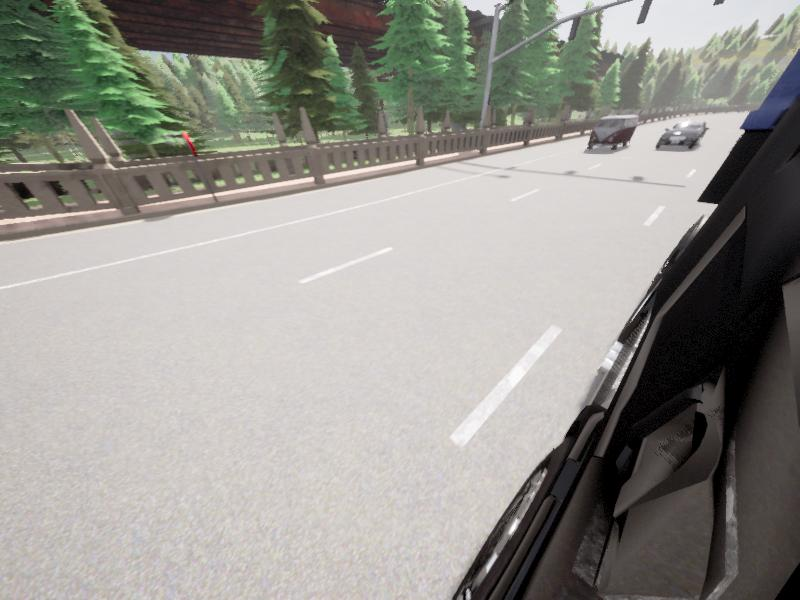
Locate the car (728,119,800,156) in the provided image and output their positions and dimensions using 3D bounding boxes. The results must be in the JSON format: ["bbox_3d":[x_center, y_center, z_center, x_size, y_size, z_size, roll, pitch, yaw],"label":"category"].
[{"bbox_3d":[21.094,-9.420,13.294,4.181,1.385,1.994,-29,44,-30],"label":"car"}]

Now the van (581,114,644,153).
[{"bbox_3d":[15.325,-12.056,16.664,4.442,1.987,1.775,-29,44,-30],"label":"van"}]

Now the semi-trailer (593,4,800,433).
[{"bbox_3d":[8.999,-3.413,3.853,14.254,4.402,2.717,-25,42,-26],"label":"semi-trailer"}]

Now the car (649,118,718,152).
[{"bbox_3d":[19.481,-11.382,15.859,4.902,1.511,2.128,-29,44,-30],"label":"car"}]

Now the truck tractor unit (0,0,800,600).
[{"bbox_3d":[2.645,-0.295,0.351,6.516,4.208,3.053,-28,44,-30],"label":"truck tractor unit"}]
